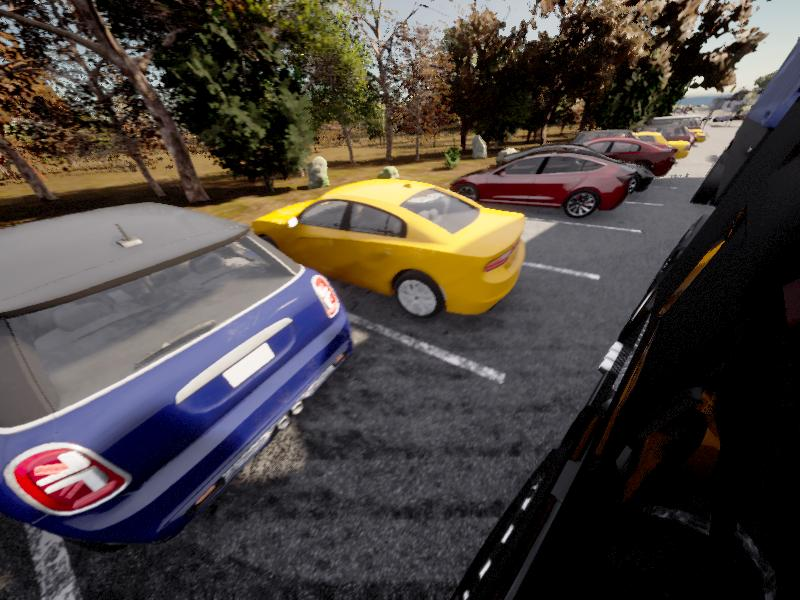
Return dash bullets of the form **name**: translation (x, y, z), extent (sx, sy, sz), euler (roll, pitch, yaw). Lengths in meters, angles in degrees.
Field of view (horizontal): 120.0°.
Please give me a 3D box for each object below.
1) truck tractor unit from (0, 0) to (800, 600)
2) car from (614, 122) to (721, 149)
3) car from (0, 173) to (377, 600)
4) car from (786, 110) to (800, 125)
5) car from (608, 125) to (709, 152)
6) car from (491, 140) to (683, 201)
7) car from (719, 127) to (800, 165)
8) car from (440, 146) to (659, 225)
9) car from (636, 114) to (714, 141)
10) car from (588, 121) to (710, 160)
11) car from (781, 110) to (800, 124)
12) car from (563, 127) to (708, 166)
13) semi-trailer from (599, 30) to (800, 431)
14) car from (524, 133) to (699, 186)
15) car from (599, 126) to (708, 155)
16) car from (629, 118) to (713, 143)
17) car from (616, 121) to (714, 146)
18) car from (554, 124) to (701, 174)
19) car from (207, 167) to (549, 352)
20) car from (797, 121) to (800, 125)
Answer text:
- **truck tractor unit**: translation (2.645, -0.295, 0.352), extent (6.516, 4.208, 3.053), euler (-28, 44, -30)
- **car**: translation (21.724, -13.655, 19.200), extent (5.366, 1.575, 1.946), euler (15, 40, 23)
- **car**: translation (-2.835, -0.125, 2.484), extent (4.553, 1.767, 2.185), euler (17, 41, 26)
- **car**: translation (73.938, -32.243, 40.605), extent (5.566, 2.045, 2.435), euler (11, 40, 17)
- **car**: translation (19.400, -12.381, 17.721), extent (4.674, 1.452, 2.002), euler (15, 40, 23)
- **car**: translation (6.219, -4.868, 8.505), extent (4.792, 1.488, 2.163), euler (17, 40, 25)
- **car**: translation (19.469, -8.471, 12.580), extent (4.181, 1.385, 1.994), euler (-30, 45, -31)
- **car**: translation (3.913, -3.654, 7.030), extent (4.792, 1.488, 2.163), euler (17, 41, 25)
- **car**: translation (28.061, -17.730, 23.867), extent (4.442, 1.987, 1.878), euler (14, 40, 22)
- **car**: translation (15.062, -9.971, 14.500), extent (4.553, 1.767, 2.185), euler (16, 41, 24)
- **car**: translation (75.942, -33.677, 42.381), extent (5.566, 2.045, 2.435), euler (11, 39, 17)
- **car**: translation (12.681, -8.669, 13.121), extent (5.366, 1.575, 1.946), euler (16, 41, 24)
- **semi-trailer**: translation (8.634, -3.649, 4.288), extent (14.254, 4.402, 2.717), euler (-29, 44, -30)
- **car**: translation (8.422, -6.128, 9.999), extent (5.008, 1.535, 2.097), euler (16, 41, 25)
- **car**: translation (17.230, -11.108, 16.159), extent (4.674, 1.452, 2.002), euler (15, 40, 23)
- **car**: translation (25.866, -16.365, 22.353), extent (4.553, 1.767, 2.185), euler (14, 40, 22)
- **car**: translation (23.540, -15.025, 20.920), extent (5.366, 1.575, 1.946), euler (15, 40, 23)
- **car**: translation (10.607, -7.484, 11.463), extent (4.553, 1.767, 2.185), euler (16, 40, 24)
- **car**: translation (-0.573, -1.235, 4.034), extent (5.008, 1.535, 2.097), euler (17, 41, 25)
- **car**: translation (71.902, -30.805, 38.867), extent (4.442, 1.987, 1.878), euler (11, 40, 17)
